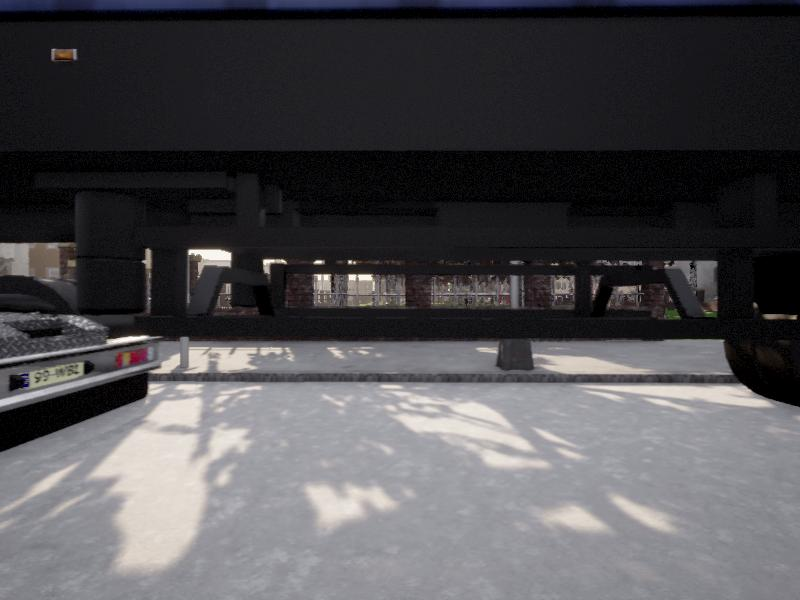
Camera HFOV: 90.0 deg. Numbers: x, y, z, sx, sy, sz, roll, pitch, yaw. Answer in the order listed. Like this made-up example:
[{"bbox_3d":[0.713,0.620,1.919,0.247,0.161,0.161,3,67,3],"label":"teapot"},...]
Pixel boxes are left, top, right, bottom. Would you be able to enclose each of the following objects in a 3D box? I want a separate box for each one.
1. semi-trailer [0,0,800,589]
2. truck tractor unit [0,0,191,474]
[{"bbox_3d":[2.376,-1.219,2.702,14.254,4.402,2.717,0,0,1],"label":"semi-trailer"},{"bbox_3d":[-5.539,-1.111,2.838,6.516,4.208,3.053,0,0,1],"label":"truck tractor unit"}]
